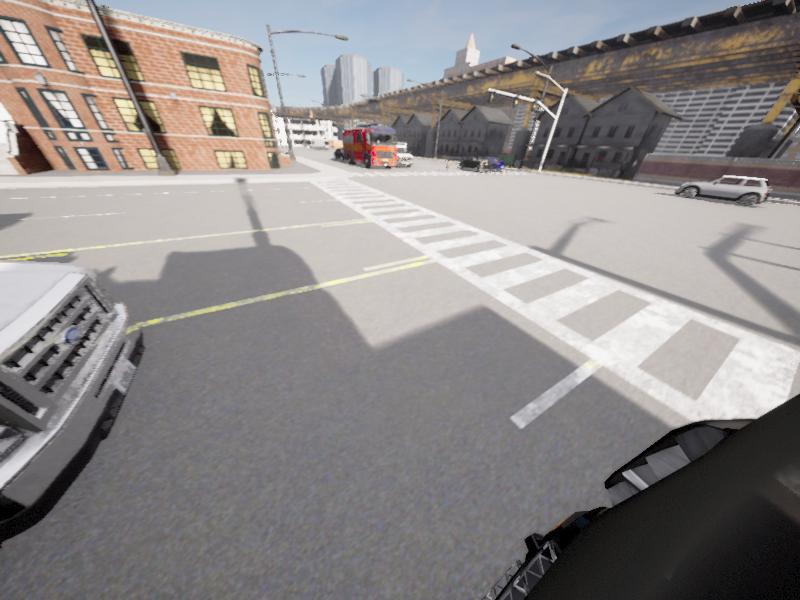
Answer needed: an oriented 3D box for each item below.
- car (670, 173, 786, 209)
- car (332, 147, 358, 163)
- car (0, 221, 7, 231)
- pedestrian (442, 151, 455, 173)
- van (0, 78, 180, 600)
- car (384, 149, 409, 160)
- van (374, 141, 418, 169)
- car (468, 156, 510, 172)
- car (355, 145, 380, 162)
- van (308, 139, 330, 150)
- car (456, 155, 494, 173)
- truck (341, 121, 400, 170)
[{"bbox_3d":[20.826,-7.165,14.892,1.970,1.475,3.806,-16,38,-26],"label":"car"},{"bbox_3d":[-7.597,-19.907,31.643,1.837,1.490,4.892,-16,38,-26],"label":"car"},{"bbox_3d":[-11.630,-1.377,3.668,5.008,1.535,1.882,-16,38,-26],"label":"car"},{"bbox_3d":[4.823,-13.746,23.060,0.751,1.860,0.751,22,38,26],"label":"pedestrian"},{"bbox_3d":[-4.966,0.829,0.103,6.366,2.431,2.351,-16,38,-26],"label":"van"},{"bbox_3d":[-0.738,-27.455,43.429,1.837,1.490,4.892,-24,42,-34],"label":"car"},{"bbox_3d":[-0.730,-17.427,27.647,2.351,2.431,6.366,-16,38,-26],"label":"van"},{"bbox_3d":[10.940,-16.969,28.760,1.812,1.442,4.674,-16,38,-26],"label":"car"},{"bbox_3d":[-4.727,-21.096,33.296,1.932,1.855,4.605,-16,38,-26],"label":"car"},{"bbox_3d":[-23.310,-44.683,66.365,5.915,2.561,1.988,17,36,19],"label":"van"},{"bbox_3d":[8.502,-15.564,26.382,1.789,1.549,3.705,-16,39,-26],"label":"car"},{"bbox_3d":[-3.493,-16.846,25.308,2.891,3.827,8.468,-16,38,-26],"label":"truck"}]
